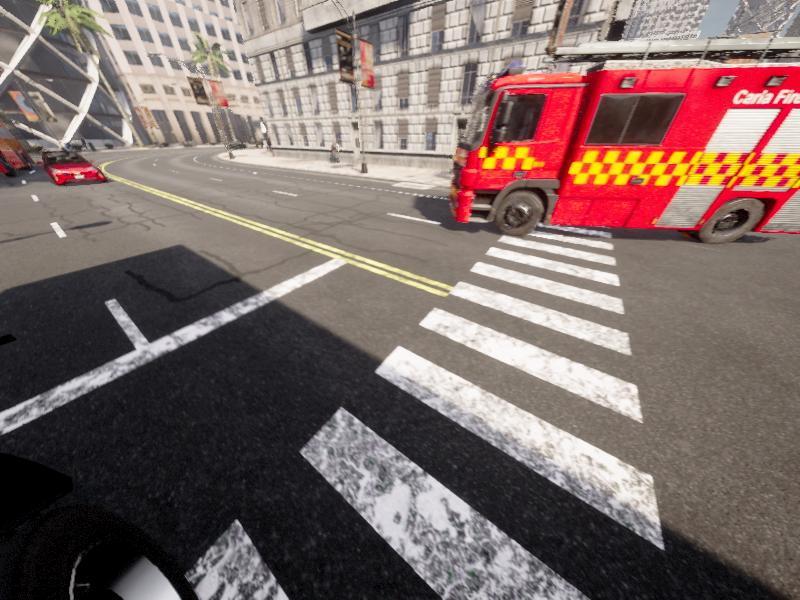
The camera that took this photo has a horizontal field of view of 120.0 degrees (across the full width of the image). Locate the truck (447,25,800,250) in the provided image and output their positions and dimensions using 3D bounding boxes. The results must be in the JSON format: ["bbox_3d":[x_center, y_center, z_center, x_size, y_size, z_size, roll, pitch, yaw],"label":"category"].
[{"bbox_3d":[5.879,-3.918,6.202,8.468,3.827,2.891,4,36,5],"label":"truck"}]

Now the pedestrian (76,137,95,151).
[{"bbox_3d":[-51.629,-25.614,37.908,0.751,1.860,0.751,-3,35,-5],"label":"pedestrian"}]

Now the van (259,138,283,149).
[{"bbox_3d":[-30.058,-36.664,53.970,1.775,1.987,4.442,17,38,22],"label":"van"}]

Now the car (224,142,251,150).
[{"bbox_3d":[-32.671,-31.101,46.588,1.994,1.385,4.181,4,35,5],"label":"car"}]

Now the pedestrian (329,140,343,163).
[{"bbox_3d":[-6.115,-14.197,22.089,0.751,1.860,0.751,23,41,29],"label":"pedestrian"}]

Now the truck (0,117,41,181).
[{"bbox_3d":[-27.654,-10.071,14.651,2.891,3.827,8.468,-30,45,-35],"label":"truck"}]

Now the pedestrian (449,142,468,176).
[{"bbox_3d":[3.770,-9.125,14.973,0.751,1.860,0.751,15,38,20],"label":"pedestrian"}]

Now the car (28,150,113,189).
[{"bbox_3d":[-18.705,-7.519,13.099,4.514,1.525,2.007,23,41,29],"label":"car"}]

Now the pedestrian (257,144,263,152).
[{"bbox_3d":[-23.185,-25.265,38.314,0.500,1.100,0.500,-17,39,-22],"label":"pedestrian"}]

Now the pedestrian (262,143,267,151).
[{"bbox_3d":[-23.323,-26.352,39.855,0.500,1.100,0.500,-15,38,-20],"label":"pedestrian"}]

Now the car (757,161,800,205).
[{"bbox_3d":[18.669,-5.191,10.251,1.994,1.385,4.181,27,43,32],"label":"car"}]

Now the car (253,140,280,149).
[{"bbox_3d":[-32.510,-38.042,56.469,2.152,1.651,5.027,19,39,25],"label":"car"}]

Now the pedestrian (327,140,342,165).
[{"bbox_3d":[-5.964,-13.514,21.121,0.751,1.860,0.751,-26,43,-32],"label":"pedestrian"}]

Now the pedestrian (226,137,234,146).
[{"bbox_3d":[-46.039,-42.976,62.599,0.751,1.860,0.751,16,38,21],"label":"pedestrian"}]

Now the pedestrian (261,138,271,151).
[{"bbox_3d":[-23.409,-27.092,40.245,0.751,1.860,0.751,0,35,0],"label":"pedestrian"}]
